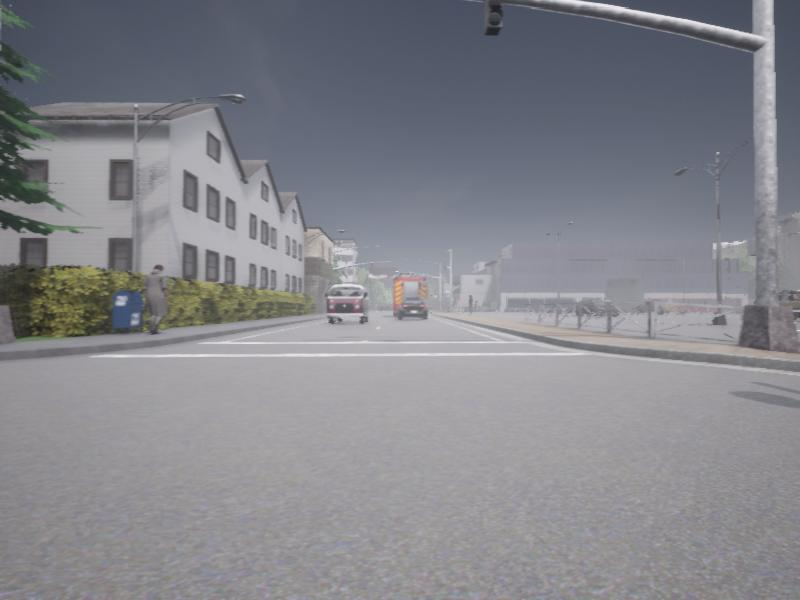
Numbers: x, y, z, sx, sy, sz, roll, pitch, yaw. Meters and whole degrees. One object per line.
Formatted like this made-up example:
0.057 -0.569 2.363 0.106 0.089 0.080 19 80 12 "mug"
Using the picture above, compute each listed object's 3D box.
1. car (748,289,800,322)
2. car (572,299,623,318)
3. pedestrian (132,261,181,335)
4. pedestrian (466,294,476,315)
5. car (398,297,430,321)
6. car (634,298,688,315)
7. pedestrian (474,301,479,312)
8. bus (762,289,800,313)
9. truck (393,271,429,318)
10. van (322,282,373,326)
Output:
23.294 0.336 23.321 1.932 1.855 4.605 0 -1 0 "car"
16.324 0.702 33.307 2.007 1.523 4.514 0 -1 0 "car"
-6.316 -0.049 10.400 0.751 1.860 0.751 0 -1 9 "pedestrian"
6.250 0.413 35.384 0.751 1.860 0.751 0 -1 19 "pedestrian"
0.902 0.595 27.990 2.038 1.542 4.974 0 -1 0 "car"
26.383 0.689 40.710 2.152 1.636 5.027 0 -1 0 "car"
12.152 1.038 63.478 0.751 1.860 0.751 0 -1 8 "pedestrian"
74.318 0.256 74.622 3.944 4.253 10.273 0 -1 -1 "bus"
0.907 -0.400 36.926 2.891 3.827 8.468 0 -1 0 "truck"
-2.596 0.216 20.854 2.069 2.038 4.480 0 -1 0 "van"
